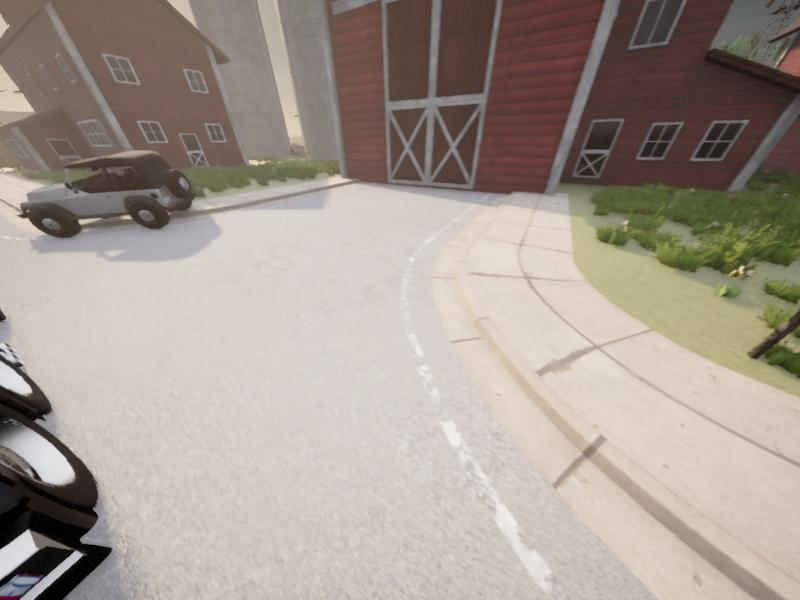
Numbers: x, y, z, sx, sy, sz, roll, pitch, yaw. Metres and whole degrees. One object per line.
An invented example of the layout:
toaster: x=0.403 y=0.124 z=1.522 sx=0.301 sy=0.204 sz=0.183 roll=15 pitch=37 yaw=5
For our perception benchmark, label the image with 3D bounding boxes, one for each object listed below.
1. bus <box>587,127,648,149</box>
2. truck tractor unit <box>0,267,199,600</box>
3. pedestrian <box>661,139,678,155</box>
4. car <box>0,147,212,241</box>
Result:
bus: x=52.081 y=-38.942 z=55.619 sx=10.273 sy=4.253 sz=3.944 roll=-6 pitch=35 yaw=-7
truck tractor unit: x=-5.127 y=-0.285 z=0.748 sx=6.516 sy=4.208 sz=3.053 roll=18 pitch=40 yaw=24
pedestrian: x=38.448 y=-21.842 z=32.997 sx=0.751 sy=1.860 sz=0.751 roll=19 pitch=39 yaw=26
car: x=-8.692 y=-3.295 z=7.000 sx=3.866 sy=1.878 sz=1.905 roll=-9 pitch=41 yaw=-9
